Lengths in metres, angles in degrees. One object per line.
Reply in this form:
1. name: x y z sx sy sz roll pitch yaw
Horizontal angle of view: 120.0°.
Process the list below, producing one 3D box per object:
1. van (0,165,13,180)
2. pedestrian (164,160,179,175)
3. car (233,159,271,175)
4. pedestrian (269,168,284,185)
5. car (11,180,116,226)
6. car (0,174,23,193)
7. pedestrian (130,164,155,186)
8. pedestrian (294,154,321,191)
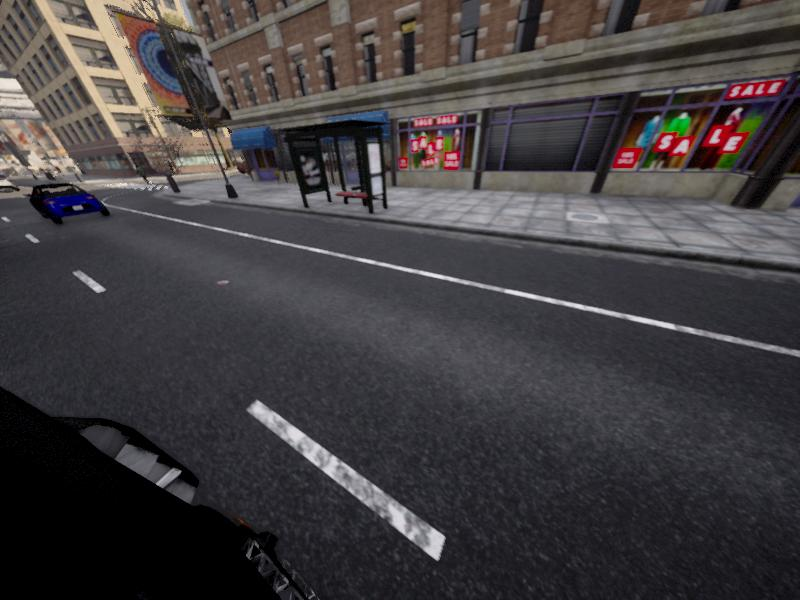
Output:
1. van: -79.515 -23.690 43.484 2.351 2.431 6.366 16 38 26
2. pedestrian: -33.158 -19.256 33.513 0.751 1.860 0.751 24 42 34
3. car: -19.675 -17.807 30.911 1.789 1.549 3.705 15 37 24
4. pedestrian: -9.255 -9.286 17.361 0.500 1.100 0.500 15 37 25
5. car: -15.941 -4.723 10.957 4.193 1.474 1.816 16 38 26
6. car: -42.118 -12.165 24.107 4.514 1.525 2.007 16 38 26
7. pedestrian: -25.316 -12.337 22.758 0.751 1.860 0.751 17 38 27
8. pedestrian: -5.522 -7.610 13.862 0.751 1.860 0.751 10 36 19
